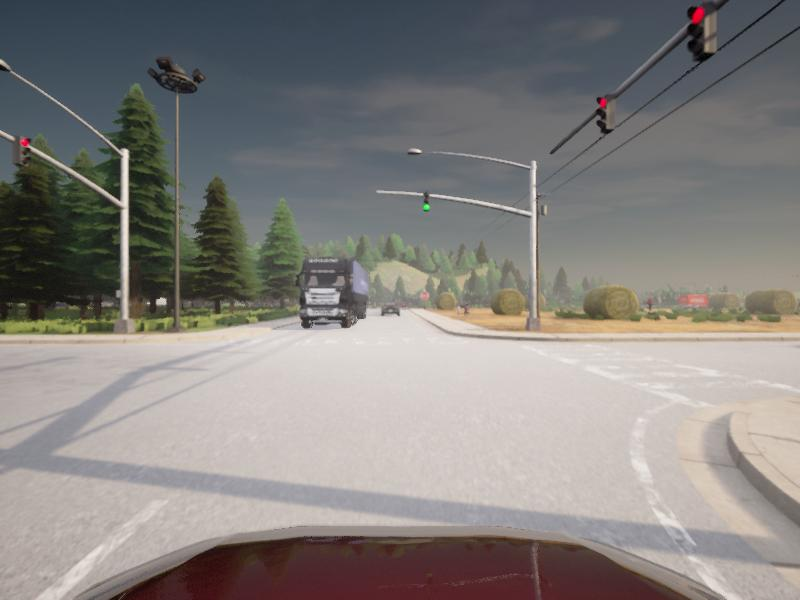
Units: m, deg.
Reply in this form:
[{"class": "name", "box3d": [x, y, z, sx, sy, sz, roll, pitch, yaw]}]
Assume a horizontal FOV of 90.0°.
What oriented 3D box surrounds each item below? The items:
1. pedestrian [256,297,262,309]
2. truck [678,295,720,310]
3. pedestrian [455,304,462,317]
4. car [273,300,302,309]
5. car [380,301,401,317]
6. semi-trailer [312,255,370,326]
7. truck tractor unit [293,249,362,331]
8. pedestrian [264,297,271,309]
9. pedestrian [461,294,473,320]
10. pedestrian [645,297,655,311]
[{"class": "pedestrian", "box3d": [-23.387, 0.500, 66.481, 0.751, 1.860, 0.751, 0, 0, 6]}, {"class": "truck", "box3d": [51.363, 0.381, 68.731, 5.204, 2.467, 2.627, 0, 0, 2]}, {"class": "pedestrian", "box3d": [4.992, 0.879, 34.083, 0.500, 1.100, 0.500, 0, 0, 14]}, {"class": "car", "box3d": [-19.872, 0.848, 70.626, 4.514, 1.525, 2.007, 0, 0, 2]}, {"class": "car", "box3d": [-0.996, 0.863, 42.324, 2.038, 1.542, 4.974, 0, 0, -1]}, {"class": "semi-trailer", "box3d": [-4.203, -0.591, 31.886, 2.717, 4.402, 14.254, 0, 0, -1]}, {"class": "truck tractor unit", "box3d": [-4.079, -0.501, 23.975, 3.053, 4.208, 6.516, 0, 0, -1]}, {"class": "pedestrian", "box3d": [-21.978, 0.500, 66.413, 0.751, 1.860, 0.751, 0, 0, 4]}, {"class": "pedestrian", "box3d": [4.920, 0.494, 29.454, 0.751, 1.860, 0.751, 0, 0, 21]}, {"class": "pedestrian", "box3d": [31.646, 0.498, 50.657, 0.751, 1.860, 0.751, 0, 0, 3]}]
